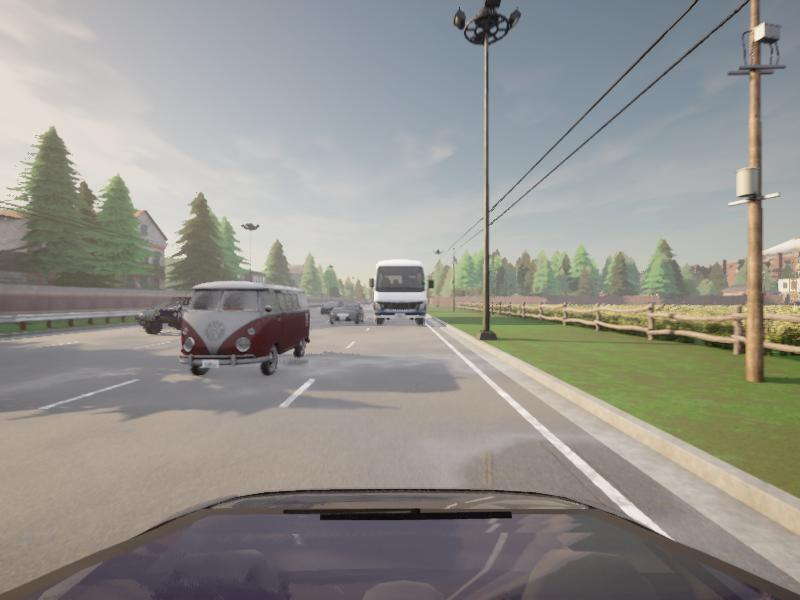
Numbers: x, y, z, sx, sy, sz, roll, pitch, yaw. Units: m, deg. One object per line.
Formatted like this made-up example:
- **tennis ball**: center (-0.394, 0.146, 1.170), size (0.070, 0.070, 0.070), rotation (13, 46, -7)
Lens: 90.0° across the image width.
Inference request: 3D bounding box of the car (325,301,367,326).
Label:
- **car**: center (-3.498, 0.845, 26.860), size (2.128, 1.511, 4.902), rotation (0, 0, 0)

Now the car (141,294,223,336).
- **car**: center (-10.500, 0.653, 19.605), size (1.905, 1.878, 3.866), rotation (0, 0, 0)

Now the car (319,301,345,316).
- **car**: center (-6.997, 0.837, 41.786), size (1.882, 1.535, 5.008), rotation (0, 0, 0)

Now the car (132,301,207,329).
- **car**: center (-13.998, 0.837, 24.679), size (2.007, 1.525, 4.514), rotation (0, 0, 0)

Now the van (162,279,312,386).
- **van**: center (-3.500, 0.602, 9.606), size (1.775, 1.987, 4.442), rotation (0, 0, 0)

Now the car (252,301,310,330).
- **car**: center (-6.997, 0.831, 24.187), size (2.038, 1.542, 4.974), rotation (0, 0, 0)

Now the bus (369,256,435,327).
- **bus**: center (0.122, -0.524, 29.047), size (3.944, 4.253, 10.273), rotation (0, 0, 0)
